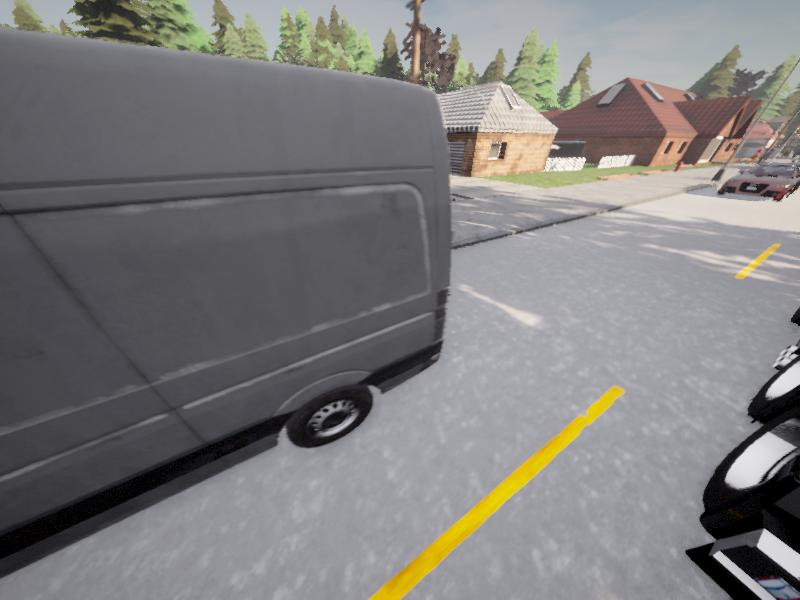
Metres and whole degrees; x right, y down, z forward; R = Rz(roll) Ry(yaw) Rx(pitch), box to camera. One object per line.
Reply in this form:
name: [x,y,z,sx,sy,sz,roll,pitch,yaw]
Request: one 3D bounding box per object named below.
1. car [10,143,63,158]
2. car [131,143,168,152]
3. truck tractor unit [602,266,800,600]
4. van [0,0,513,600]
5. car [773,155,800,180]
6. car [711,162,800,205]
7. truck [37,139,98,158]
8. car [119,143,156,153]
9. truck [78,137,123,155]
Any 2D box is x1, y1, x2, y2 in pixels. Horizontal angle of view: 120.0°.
car: [-51.021,-21.175,32.592,1.801,1.575,5.366,-18,39,-24]
car: [-56.972,-34.879,52.659,1.801,1.575,5.366,21,40,26]
truck tractor unit: [5.114,-0.297,0.781,6.516,4.208,3.053,-18,39,-24]
van: [-2.510,0.225,1.439,5.915,2.561,1.988,-17,38,-23]
car: [30.518,-9.874,17.196,3.806,1.475,1.970,-18,39,-24]
car: [18.015,-5.858,11.400,4.181,1.385,1.994,-18,39,-24]
truck: [-46.573,-21.510,32.663,2.390,2.098,6.274,-18,39,-24]
car: [-55.067,-31.965,48.565,2.007,1.525,4.514,11,36,15]
truck: [-51.595,-26.675,39.965,2.627,2.467,5.204,-18,39,-24]
